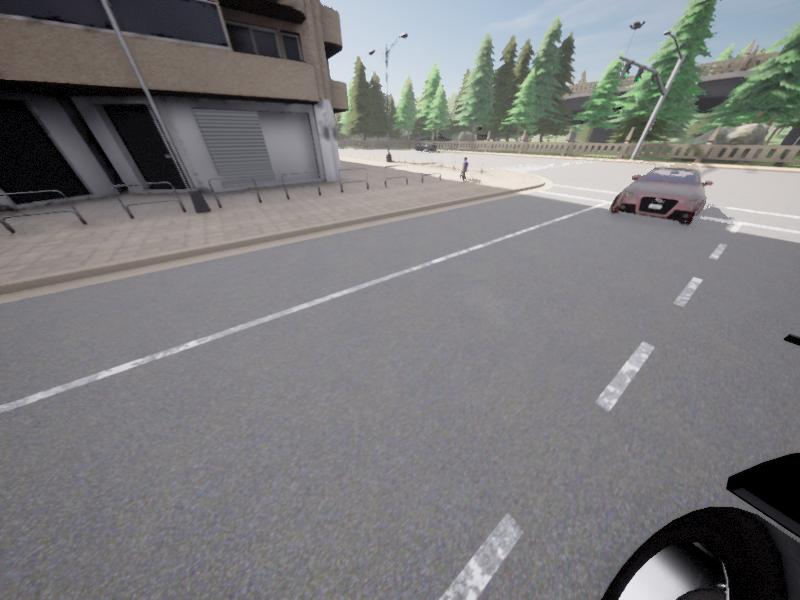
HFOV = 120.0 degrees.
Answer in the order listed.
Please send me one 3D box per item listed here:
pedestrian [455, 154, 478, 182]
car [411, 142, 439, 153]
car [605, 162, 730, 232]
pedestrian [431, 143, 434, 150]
[{"bbox_3d":[3.696,-7.407,12.965,0.751,1.300,0.751,-22,40,-27],"label":"pedestrian"},{"bbox_3d":[4.229,-26.513,40.105,1.837,1.490,4.892,-25,42,-31],"label":"car"},{"bbox_3d":[9.129,-3.769,8.006,4.181,1.385,1.994,-29,45,-35],"label":"car"},{"bbox_3d":[6.053,-28.686,43.211,0.500,1.100,0.500,-2,35,-3],"label":"pedestrian"}]
